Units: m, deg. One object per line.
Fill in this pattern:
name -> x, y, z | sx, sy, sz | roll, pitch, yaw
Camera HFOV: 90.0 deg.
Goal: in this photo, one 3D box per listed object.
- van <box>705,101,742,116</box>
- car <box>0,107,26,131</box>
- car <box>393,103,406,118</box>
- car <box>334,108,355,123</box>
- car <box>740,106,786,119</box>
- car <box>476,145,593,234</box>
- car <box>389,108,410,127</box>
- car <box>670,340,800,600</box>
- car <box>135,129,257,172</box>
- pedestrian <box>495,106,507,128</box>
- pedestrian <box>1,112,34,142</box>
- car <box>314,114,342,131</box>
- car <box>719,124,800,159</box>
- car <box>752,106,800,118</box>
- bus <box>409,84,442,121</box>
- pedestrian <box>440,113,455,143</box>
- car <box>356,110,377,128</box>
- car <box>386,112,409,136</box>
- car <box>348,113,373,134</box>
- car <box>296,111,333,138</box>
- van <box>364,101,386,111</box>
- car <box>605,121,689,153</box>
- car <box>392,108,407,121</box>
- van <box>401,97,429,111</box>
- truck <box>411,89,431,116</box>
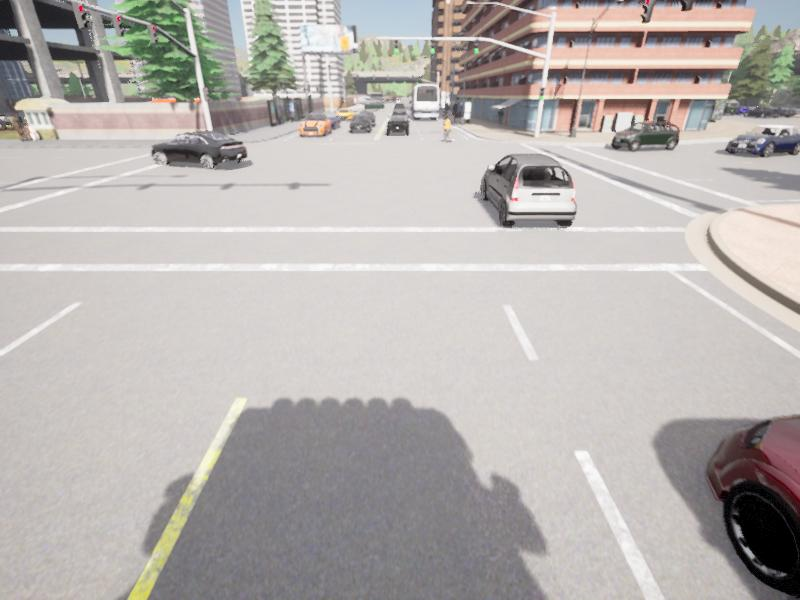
van -> 50.483, -29.950, 62.577 | 1.775, 1.987, 4.442 | 0, 27, 0
car -> -37.486, -16.644, 36.796 | 3.866, 1.878, 1.905 | 0, 27, 0
car -> -0.083, -28.704, 60.587 | 1.905, 1.878, 3.866 | 0, 27, 0
car -> -7.074, -23.816, 51.464 | 1.882, 1.535, 5.008 | 0, 27, 0
car -> 50.434, -26.154, 55.702 | 1.837, 1.490, 4.892 | 0, 27, 0
car -> 3.467, -3.267, 11.235 | 1.851, 1.617, 3.988 | 0, 28, 0
car -> -0.073, -20.560, 44.936 | 2.242, 1.667, 4.611 | 0, 27, 0
car -> 3.474, 1.871, 1.486 | 1.994, 1.385, 4.181 | 0, 27, 0
car -> -9.608, -7.147, 18.955 | 4.902, 1.511, 2.128 | 10, 29, 19
pedestrian -> 9.804, -17.780, 38.877 | 0.751, 1.860, 0.751 | 1, 27, 2
pedestrian -> -25.734, -11.657, 26.957 | 0.751, 1.860, 0.751 | 3, 27, 6
car -> -7.064, -17.714, 39.824 | 1.895, 1.301, 4.718 | 0, 27, 0
car -> 19.945, -8.688, 21.781 | 3.806, 1.475, 1.970 | -10, 29, -18
car -> 53.953, -26.985, 57.413 | 2.033, 1.411, 5.357 | 0, 27, 0
bus -> 3.298, -27.443, 55.529 | 3.944, 4.253, 10.273 | 0, 27, 0
pedestrian -> 3.266, -11.884, 27.686 | 0.751, 1.860, 0.751 | -5, 27, -9
car -> -3.567, -19.497, 43.070 | 1.837, 1.490, 4.892 | 0, 27, 0
car -> -0.151, -15.566, 35.226 | 1.930, 1.638, 5.238 | 0, 27, 1
car -> -3.558, -16.209, 36.654 | 1.837, 1.490, 4.892 | 0, 27, 0
car -> -7.058, -14.742, 33.478 | 2.097, 1.767, 4.553 | 0, 27, 0
van -> -5.271, -41.142, 84.767 | 4.442, 1.987, 1.775 | 0, 27, 0
car -> 14.609, -9.750, 23.789 | 3.705, 1.549, 1.789 | -6, 28, -11
car -> -0.074, -25.272, 54.432 | 2.033, 1.411, 5.357 | 0, 27, 0
van -> 3.176, -41.401, 84.587 | 5.915, 2.561, 1.988 | 0, 27, 0
truck -> 3.414, -32.885, 66.600 | 2.891, 3.827, 8.468 | 0, 27, 0
